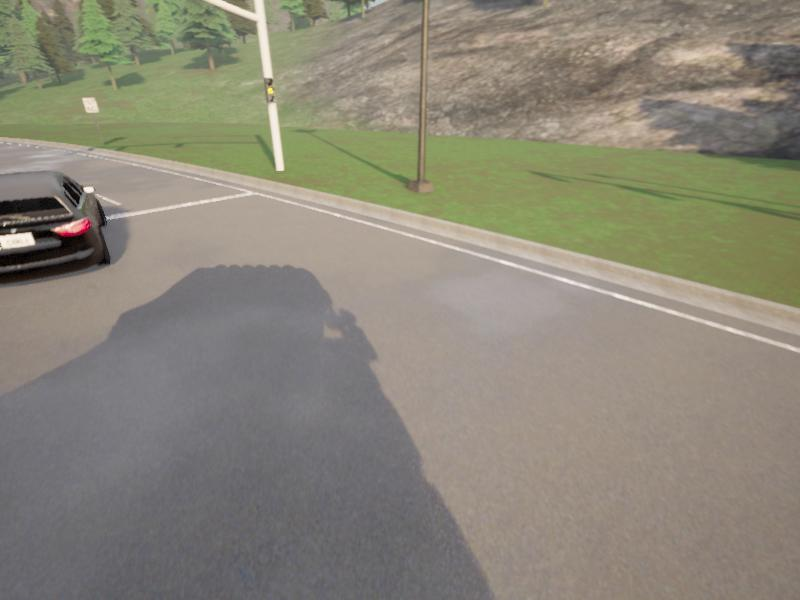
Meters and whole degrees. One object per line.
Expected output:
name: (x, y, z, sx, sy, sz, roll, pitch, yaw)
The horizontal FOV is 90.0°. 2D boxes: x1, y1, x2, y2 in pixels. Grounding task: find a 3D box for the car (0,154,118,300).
car: (-7.423, -1.744, 8.075, 2.242, 1.667, 4.611, -17, 32, -31)
